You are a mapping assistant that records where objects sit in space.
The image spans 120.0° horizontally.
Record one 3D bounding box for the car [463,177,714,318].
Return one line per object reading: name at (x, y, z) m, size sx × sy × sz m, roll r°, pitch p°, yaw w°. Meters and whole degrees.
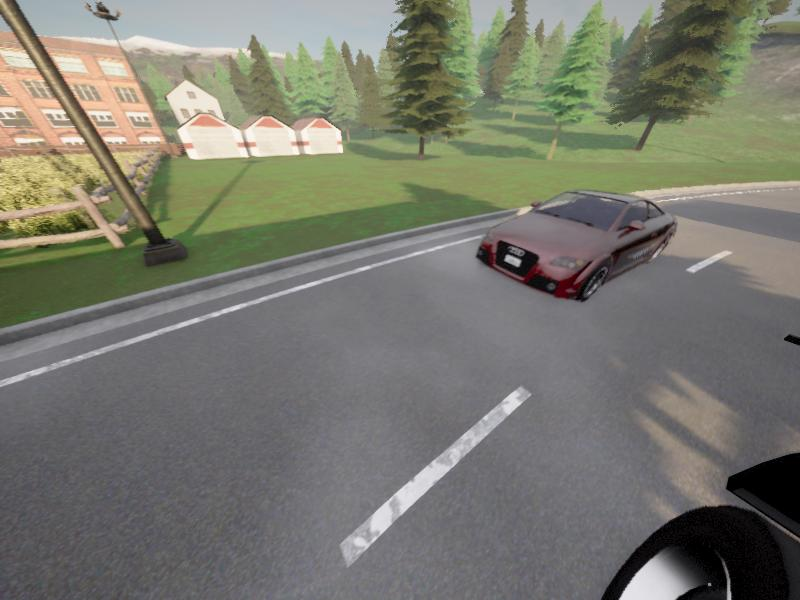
car at (3.643, -1.395, 4.629) m, size 4.181 × 1.385 × 1.994 m, roll -19°, pitch 39°, yaw -24°
